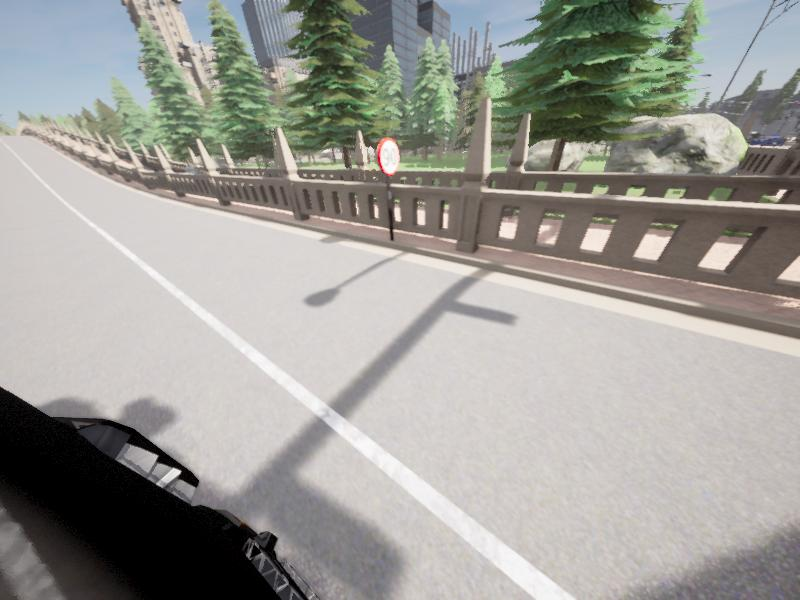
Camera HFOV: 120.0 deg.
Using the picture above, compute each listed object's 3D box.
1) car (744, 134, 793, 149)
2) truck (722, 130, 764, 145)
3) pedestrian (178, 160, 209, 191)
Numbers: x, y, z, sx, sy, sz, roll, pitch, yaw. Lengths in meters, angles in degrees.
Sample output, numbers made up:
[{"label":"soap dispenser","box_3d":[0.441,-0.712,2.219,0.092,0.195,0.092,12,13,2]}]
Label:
[{"label":"car","box_3d":[50.268,-21.708,31.681,1.882,1.535,5.008,19,39,30]},{"label":"truck","box_3d":[65.270,-30.987,44.094,2.390,2.098,6.274,19,39,30]},{"label":"pedestrian","box_3d":[-14.406,-8.691,16.126,0.751,1.860,0.751,19,39,30]}]
